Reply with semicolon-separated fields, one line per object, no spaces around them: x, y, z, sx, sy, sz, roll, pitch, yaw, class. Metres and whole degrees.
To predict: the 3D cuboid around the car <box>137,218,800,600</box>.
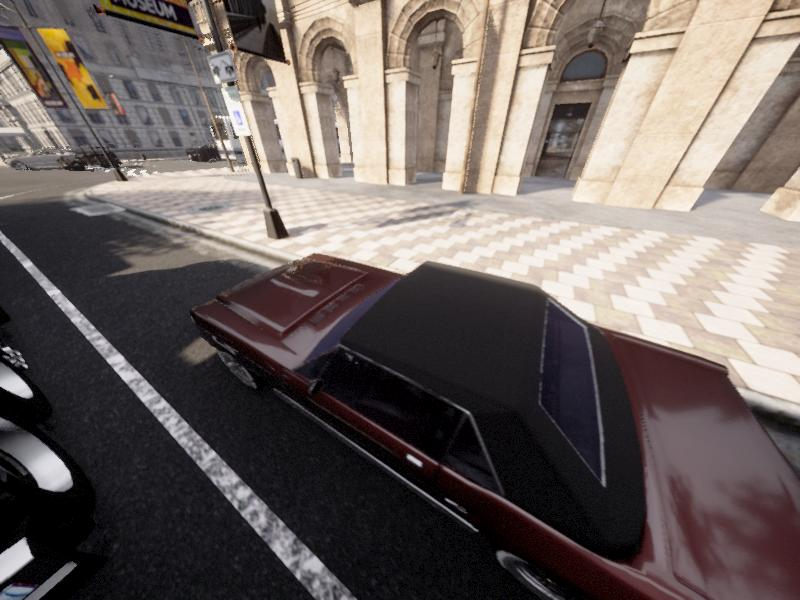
0.072;0.436;2.226;4.718;1.301;1.895;18;39;24;car

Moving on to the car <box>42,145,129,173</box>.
-28.438;-12.960;21.112;1.905;1.878;3.866;13;37;18;car

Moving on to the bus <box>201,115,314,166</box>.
-16.268;-19.185;27.896;3.944;4.253;10.273;19;39;25;bus

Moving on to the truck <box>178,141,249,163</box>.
-23.408;-18.920;29.442;2.390;2.098;6.274;18;39;24;truck

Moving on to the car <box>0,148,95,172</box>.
-33.812;-13.569;22.252;5.027;1.651;2.152;-28;44;-34;car

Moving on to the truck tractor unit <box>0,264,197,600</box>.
-5.117;-0.292;0.792;6.516;4.208;3.053;18;39;24;truck tractor unit
